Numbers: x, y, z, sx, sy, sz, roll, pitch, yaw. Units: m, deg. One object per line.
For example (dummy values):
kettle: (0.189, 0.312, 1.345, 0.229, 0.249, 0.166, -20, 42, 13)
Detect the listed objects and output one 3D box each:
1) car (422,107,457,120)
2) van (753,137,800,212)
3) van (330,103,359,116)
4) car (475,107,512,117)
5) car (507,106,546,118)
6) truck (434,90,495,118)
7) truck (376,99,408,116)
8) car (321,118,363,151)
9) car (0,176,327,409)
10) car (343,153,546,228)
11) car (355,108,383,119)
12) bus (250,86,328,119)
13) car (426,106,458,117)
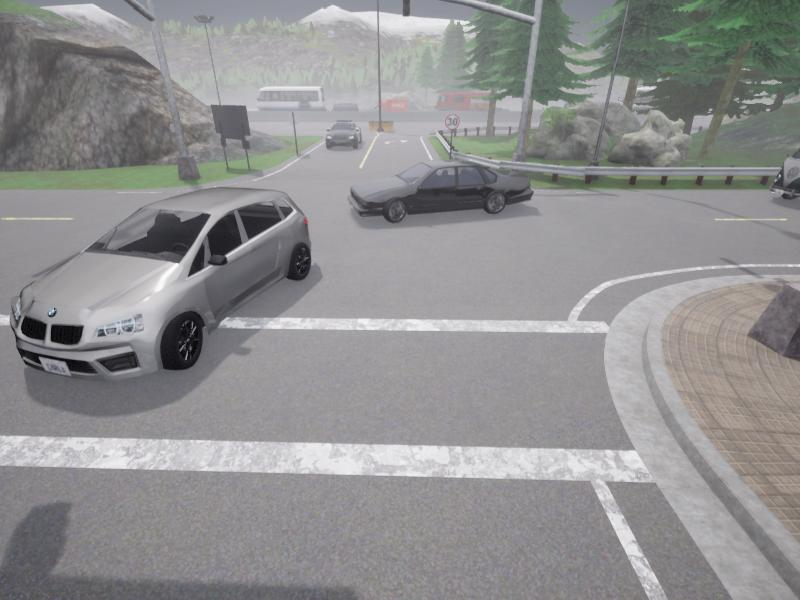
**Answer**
car: (5.669, -27.176, 58.276, 4.892, 1.490, 1.837, 0, 27, 0)
van: (14.463, -3.997, 12.633, 4.442, 1.987, 1.775, 0, 27, 0)
van: (-9.339, -32.201, 67.510, 4.442, 1.987, 1.775, 0, 27, 0)
car: (14.989, -30.337, 64.517, 5.357, 1.411, 2.033, 0, 27, 0)
car: (19.332, -28.794, 61.369, 5.366, 1.575, 1.801, 0, 27, 0)
truck: (9.633, -29.818, 60.856, 8.468, 3.827, 2.891, 0, 27, 0)
truck: (-1.349, -32.414, 67.394, 5.204, 2.467, 2.627, 0, 27, 0)
car: (-3.622, -10.833, 26.010, 2.038, 1.542, 4.974, 0, 27, 0)
car: (-3.210, -0.669, 6.192, 2.242, 1.667, 4.611, 7, 26, 14)
car: (1.212, -3.299, 11.669, 5.357, 1.411, 2.033, -8, 28, -15)
car: (-4.470, -27.172, 58.285, 3.806, 1.475, 1.970, 0, 27, 0)
bus: (-16.579, -29.959, 60.662, 10.273, 4.253, 3.944, 0, 27, 0)
car: (6.704, -30.354, 64.512, 4.902, 1.511, 2.128, 0, 27, 0)
